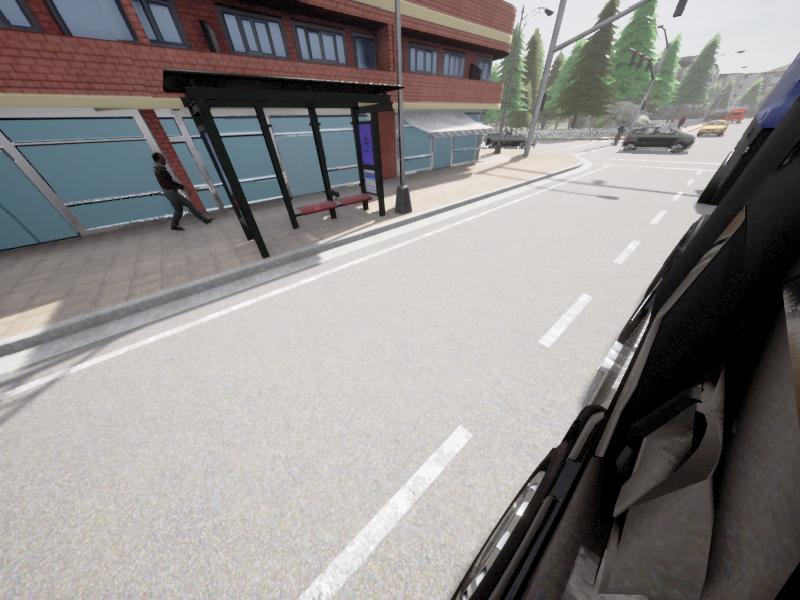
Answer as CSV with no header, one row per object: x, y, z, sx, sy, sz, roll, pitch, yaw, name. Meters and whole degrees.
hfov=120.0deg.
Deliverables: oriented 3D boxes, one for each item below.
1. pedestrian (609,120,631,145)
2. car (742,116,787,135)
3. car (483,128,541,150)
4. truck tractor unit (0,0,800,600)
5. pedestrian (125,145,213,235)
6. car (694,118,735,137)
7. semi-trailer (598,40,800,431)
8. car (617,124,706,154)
20.516,-15.642,21.561,0.751,1.860,0.751,29,47,35,pedestrian
41.378,-19.872,26.324,4.792,1.488,2.163,-28,44,-30,car
10.716,-15.526,22.333,4.514,1.525,2.007,22,43,29,car
2.645,-0.295,0.351,6.516,4.208,3.053,-28,44,-30,truck tractor unit
-5.694,-2.749,5.829,0.751,1.860,0.751,-28,44,-30,pedestrian
35.621,-19.541,26.163,5.366,1.575,1.801,-27,43,-29,car
8.692,-3.612,4.229,14.254,4.402,2.717,-28,44,-30,semi-trailer
18.180,-11.322,16.253,1.789,1.549,3.705,-29,44,-31,car
